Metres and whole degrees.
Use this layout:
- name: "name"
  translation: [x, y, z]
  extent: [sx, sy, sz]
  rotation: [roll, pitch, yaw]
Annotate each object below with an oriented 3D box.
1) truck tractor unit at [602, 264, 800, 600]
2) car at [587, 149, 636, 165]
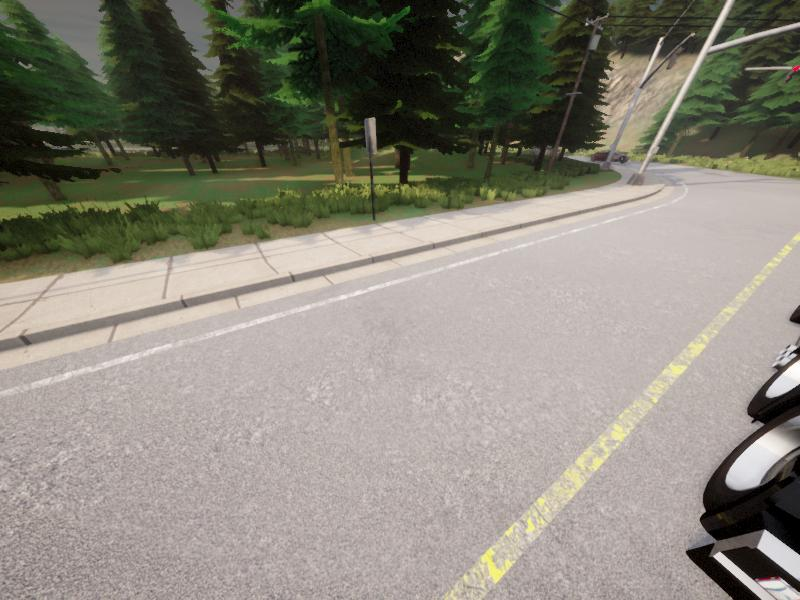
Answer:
- name: "truck tractor unit"
  translation: [5.110, -0.302, 0.781]
  extent: [6.516, 4.208, 3.053]
  rotation: [-18, 39, -24]
- name: "car"
  translation: [25.390, -17.398, 27.962]
  extent: [1.994, 1.385, 4.181]
  rotation: [0, 35, -1]
